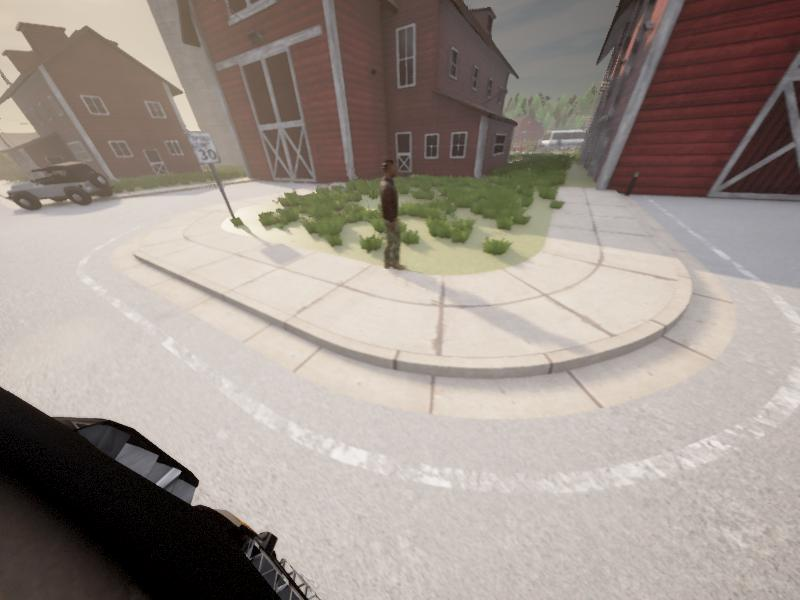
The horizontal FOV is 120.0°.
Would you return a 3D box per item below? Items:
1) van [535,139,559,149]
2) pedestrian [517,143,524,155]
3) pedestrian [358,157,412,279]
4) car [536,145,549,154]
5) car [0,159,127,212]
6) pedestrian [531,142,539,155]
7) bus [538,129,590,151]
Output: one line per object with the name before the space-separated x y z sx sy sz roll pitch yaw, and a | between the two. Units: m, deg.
van | 47.206 -50.103 74.169 5.915 2.561 1.988 17 38 26
pedestrian | 21.417 -26.817 41.046 0.751 1.860 0.751 17 38 26
pedestrian | -0.180 -1.383 4.043 0.751 1.860 0.751 -2 34 1
car | 30.360 -32.192 49.240 1.816 1.474 4.193 17 38 26
car | -18.377 -6.234 12.497 3.866 1.878 1.905 -10 40 -8
pedestrian | 23.723 -26.663 40.668 0.751 1.860 0.751 13 37 22
bus | 42.789 -41.915 60.595 10.273 4.253 3.944 -7 34 -6
